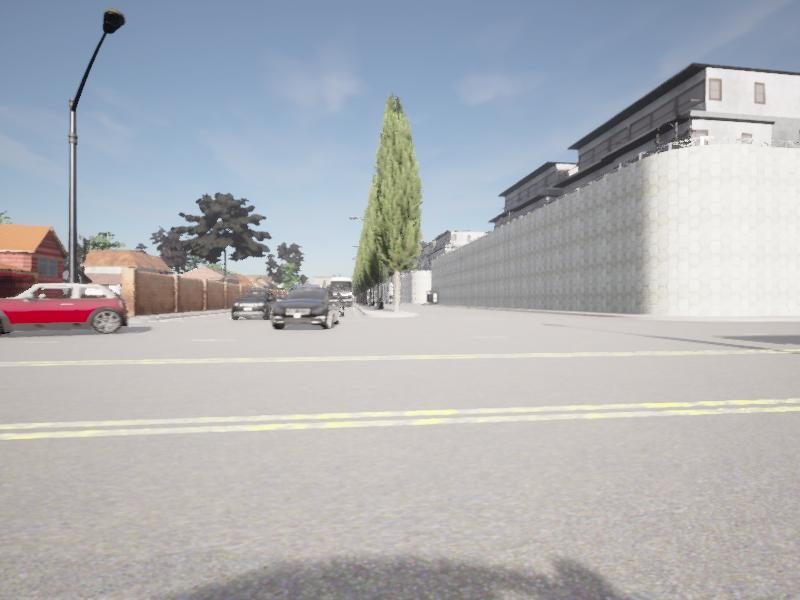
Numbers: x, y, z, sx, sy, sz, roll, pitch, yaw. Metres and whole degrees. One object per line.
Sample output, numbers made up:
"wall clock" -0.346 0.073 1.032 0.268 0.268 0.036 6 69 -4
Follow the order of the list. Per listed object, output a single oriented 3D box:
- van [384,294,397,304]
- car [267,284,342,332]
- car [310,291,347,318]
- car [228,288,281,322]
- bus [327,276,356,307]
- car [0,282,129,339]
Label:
"van" -2.536 -0.262 105.402 1.988 2.561 5.915 0 0 -16
"car" -3.348 0.258 15.025 1.837 1.490 4.892 0 0 -3
"car" -4.386 0.250 25.071 2.007 1.525 4.514 0 0 -7
"car" -7.355 0.233 20.593 1.789 1.549 3.705 0 0 -7
"bus" -8.598 -1.078 59.853 3.944 4.253 10.273 0 -1 -7
"car" -10.136 0.265 11.588 3.806 1.475 1.970 0 0 -34
